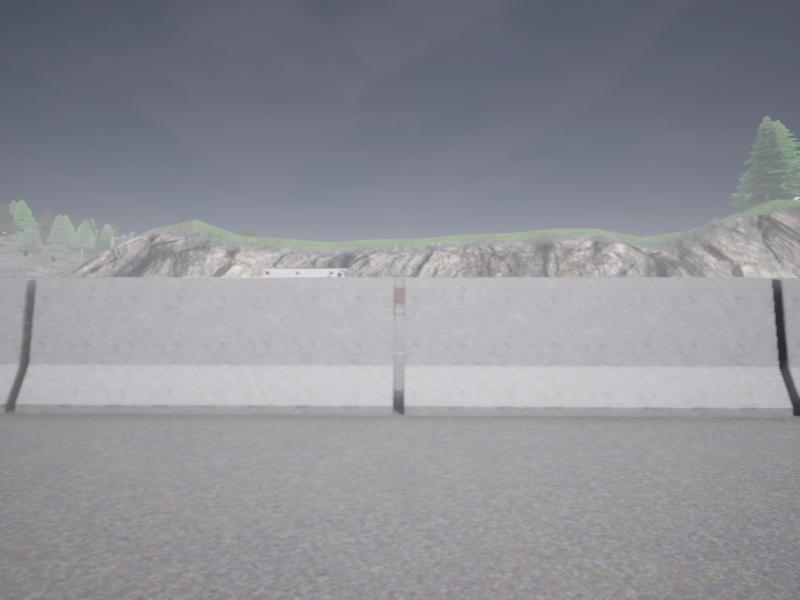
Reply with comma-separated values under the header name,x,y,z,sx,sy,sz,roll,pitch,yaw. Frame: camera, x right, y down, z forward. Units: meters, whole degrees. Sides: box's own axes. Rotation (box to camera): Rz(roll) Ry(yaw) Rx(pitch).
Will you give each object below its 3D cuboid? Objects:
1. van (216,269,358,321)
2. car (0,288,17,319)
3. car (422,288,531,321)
name,x,y,z,sx,sy,sz,roll,pitch,yaw
van,-5.366,-0.229,19.721,6.366,2.431,2.351,0,0,0
car,-21.643,0.186,19.773,3.705,1.549,1.789,0,0,0
car,3.652,0.226,19.693,5.008,1.535,1.882,0,0,0
